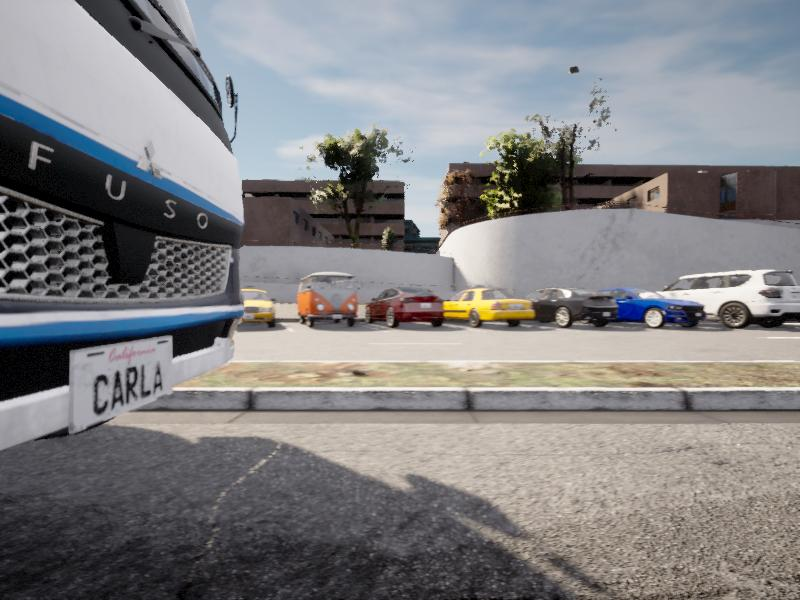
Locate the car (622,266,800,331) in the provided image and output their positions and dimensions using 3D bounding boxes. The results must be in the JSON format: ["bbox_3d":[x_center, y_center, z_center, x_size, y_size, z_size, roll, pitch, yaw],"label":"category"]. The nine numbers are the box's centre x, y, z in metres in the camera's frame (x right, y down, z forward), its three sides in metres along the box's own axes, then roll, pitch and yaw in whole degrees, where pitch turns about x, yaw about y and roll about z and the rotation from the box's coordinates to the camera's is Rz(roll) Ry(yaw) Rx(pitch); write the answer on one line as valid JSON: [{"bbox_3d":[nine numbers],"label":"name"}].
[{"bbox_3d":[12.006,-0.001,15.625,2.435,2.045,5.566,0,-1,-20],"label":"car"}]

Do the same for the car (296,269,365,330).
[{"bbox_3d":[-2.849,0.009,15.497,1.878,1.987,4.442,1,-1,-20],"label":"car"}]

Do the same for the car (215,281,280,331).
[{"bbox_3d":[-5.808,0.230,15.432,1.946,1.575,5.366,1,-1,-20],"label":"car"}]

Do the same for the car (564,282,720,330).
[{"bbox_3d":[9.040,0.244,15.603,2.097,1.535,5.008,1,-1,-20],"label":"car"}]

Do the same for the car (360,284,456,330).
[{"bbox_3d":[0.078,0.267,15.627,2.163,1.488,4.792,0,-1,-20],"label":"car"}]

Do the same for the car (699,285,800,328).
[{"bbox_3d":[15.006,0.260,15.604,2.231,1.521,4.892,1,-1,-20],"label":"car"}]

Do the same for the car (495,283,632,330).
[{"bbox_3d":[6.055,0.242,15.592,2.231,1.521,4.892,0,-1,-20],"label":"car"}]

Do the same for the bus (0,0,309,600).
[{"bbox_3d":[-6.007,-1.134,1.816,10.273,4.253,3.944,0,0,0],"label":"bus"}]

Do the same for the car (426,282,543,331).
[{"bbox_3d":[3.008,0.237,15.774,1.946,1.575,5.366,0,-1,-20],"label":"car"}]
